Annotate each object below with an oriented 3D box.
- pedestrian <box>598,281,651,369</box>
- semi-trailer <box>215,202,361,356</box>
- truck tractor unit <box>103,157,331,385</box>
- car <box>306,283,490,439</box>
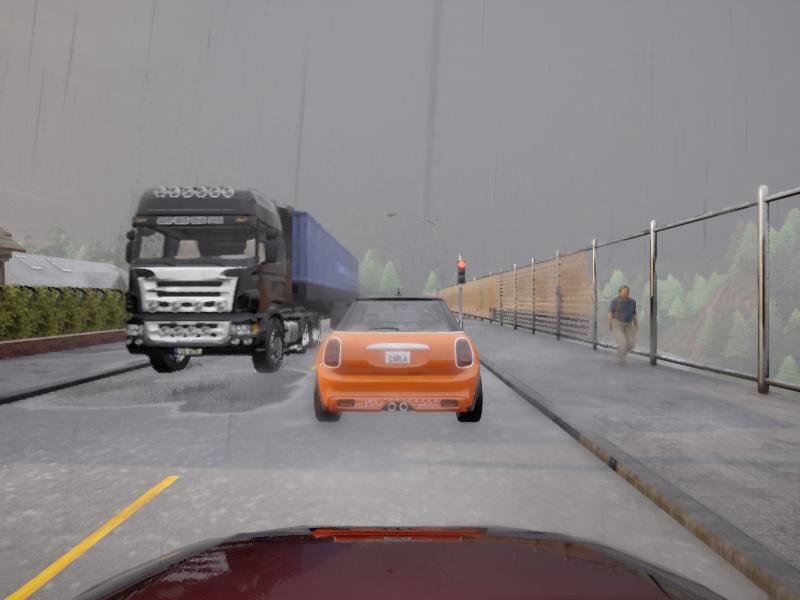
[{"bbox_3d":[4.921,0.533,8.819,0.751,1.860,0.751,0,0,0],"label":"pedestrian"},{"bbox_3d":[-3.911,-0.618,18.571,2.717,4.402,14.254,0,0,0],"label":"semi-trailer"},{"bbox_3d":[-3.949,-0.522,10.658,3.053,4.208,6.516,0,0,0],"label":"truck tractor unit"},{"bbox_3d":[-0.001,0.694,6.836,2.097,1.767,4.553,0,0,1],"label":"car"}]
